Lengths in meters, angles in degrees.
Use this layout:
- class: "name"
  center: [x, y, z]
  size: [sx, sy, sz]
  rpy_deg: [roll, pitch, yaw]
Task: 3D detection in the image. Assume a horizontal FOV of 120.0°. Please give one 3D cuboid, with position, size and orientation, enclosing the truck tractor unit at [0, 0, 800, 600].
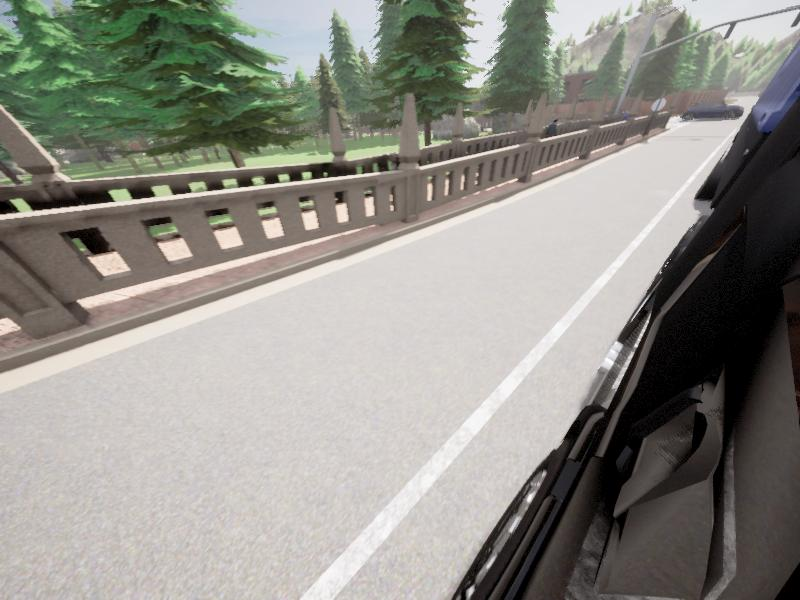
- class: "truck tractor unit"
  center: [2.645, -0.295, 0.351]
  size: [6.516, 4.208, 3.053]
  rpy_deg: [-28, 44, -30]

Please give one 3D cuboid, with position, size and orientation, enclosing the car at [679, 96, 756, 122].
- class: "car"
  center: [34.208, -20.747, 25.182]
  size: [4.553, 1.767, 2.097]
  rpy_deg: [28, 49, 34]

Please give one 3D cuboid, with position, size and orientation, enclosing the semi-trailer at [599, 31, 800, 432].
- class: "semi-trailer"
  center: [8.620, -3.719, 4.212]
  size: [14.254, 4.402, 2.717]
  rpy_deg: [-30, 44, -30]

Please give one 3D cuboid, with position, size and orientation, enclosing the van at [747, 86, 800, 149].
- class: "van"
  center: [21.625, -9.977, 12.404]
  size: [6.366, 2.431, 2.351]
  rpy_deg: [-32, 45, -30]

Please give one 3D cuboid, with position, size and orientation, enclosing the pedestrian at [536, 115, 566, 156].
- class: "pedestrian"
  center: [8.789, -9.588, 13.531]
  size: [0.751, 1.860, 0.751]
  rpy_deg: [-29, 44, -27]
